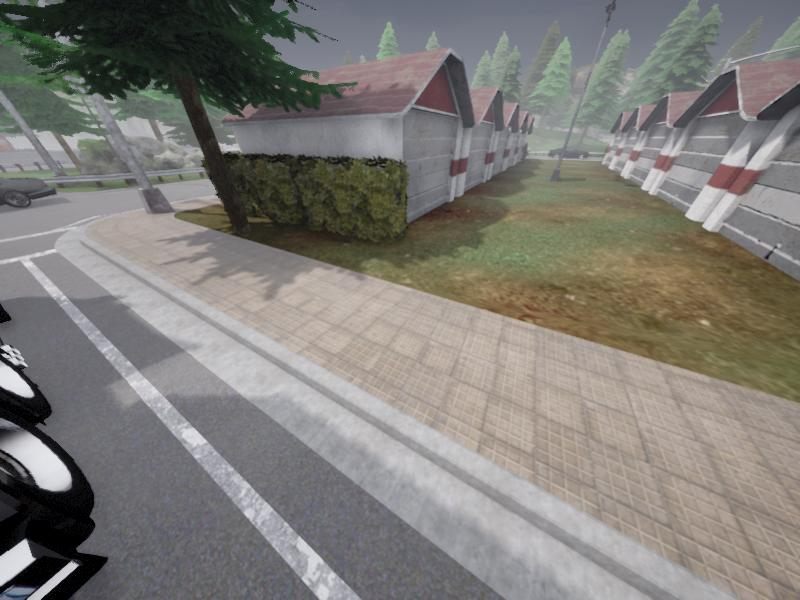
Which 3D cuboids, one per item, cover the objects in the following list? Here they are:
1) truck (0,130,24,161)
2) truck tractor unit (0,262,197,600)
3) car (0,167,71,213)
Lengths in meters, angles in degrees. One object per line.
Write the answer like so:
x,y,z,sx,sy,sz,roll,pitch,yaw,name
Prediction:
-63.848,-22.411,33.659,2.891,3.827,8.468,18,39,25,truck
-5.105,-0.309,0.780,6.516,4.208,3.053,19,39,24,truck tractor unit
-17.296,-3.906,8.653,2.033,1.411,5.357,8,36,11,car
